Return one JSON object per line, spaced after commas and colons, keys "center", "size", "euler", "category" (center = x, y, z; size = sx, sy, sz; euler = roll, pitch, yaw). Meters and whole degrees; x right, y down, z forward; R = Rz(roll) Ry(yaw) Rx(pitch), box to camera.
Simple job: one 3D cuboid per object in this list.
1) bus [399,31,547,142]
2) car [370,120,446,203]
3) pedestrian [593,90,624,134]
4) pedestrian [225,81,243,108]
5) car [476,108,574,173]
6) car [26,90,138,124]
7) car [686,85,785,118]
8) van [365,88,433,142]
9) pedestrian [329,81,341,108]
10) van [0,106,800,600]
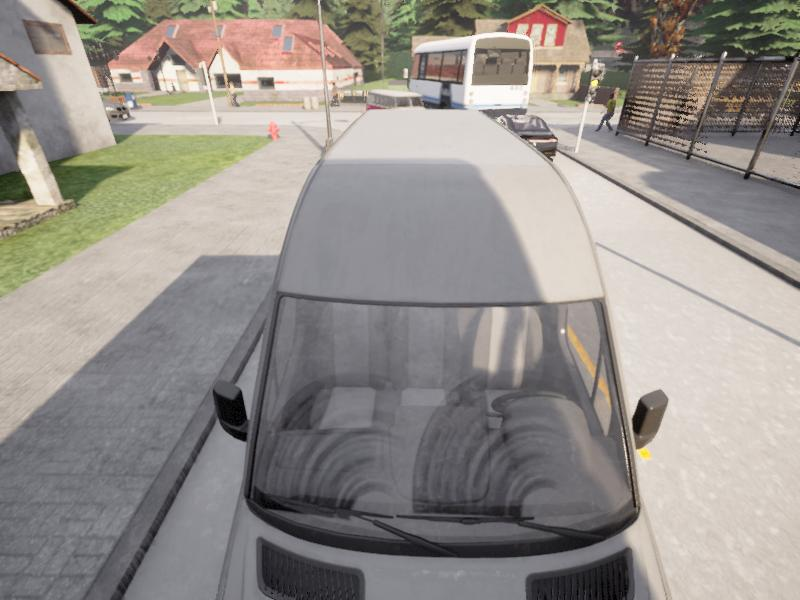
{"center": [3.141, -11.940, 22.162], "size": [3.944, 4.253, 10.273], "euler": [-7, 31, -12], "category": "bus"}
{"center": [0.178, -4.095, 11.433], "size": [1.789, 1.549, 3.705], "euler": [0, 30, 0], "category": "car"}
{"center": [10.197, -9.230, 19.642], "size": [0.751, 1.860, 0.751], "euler": [4, 31, 7], "category": "pedestrian"}
{"center": [-12.860, -15.928, 31.045], "size": [0.751, 1.860, 0.751], "euler": [-3, 31, -5], "category": "pedestrian"}
{"center": [4.299, -6.029, 14.781], "size": [2.128, 1.511, 4.902], "euler": [0, 30, 1], "category": "car"}
{"center": [-19.181, -11.758, 24.359], "size": [4.611, 1.667, 2.242], "euler": [0, 30, 1], "category": "car"}
{"center": [22.864, -13.629, 27.424], "size": [4.605, 1.855, 1.932], "euler": [0, 30, -1], "category": "car"}
{"center": [-0.184, -9.300, 19.888], "size": [1.775, 1.987, 4.442], "euler": [-12, 32, -19], "category": "van"}
{"center": [-5.083, -16.070, 31.300], "size": [0.751, 1.860, 0.751], "euler": [-2, 30, -3], "category": "pedestrian"}
{"center": [0.225, -0.014, 3.497], "size": [1.988, 2.561, 5.915], "euler": [1, 30, 1], "category": "van"}
